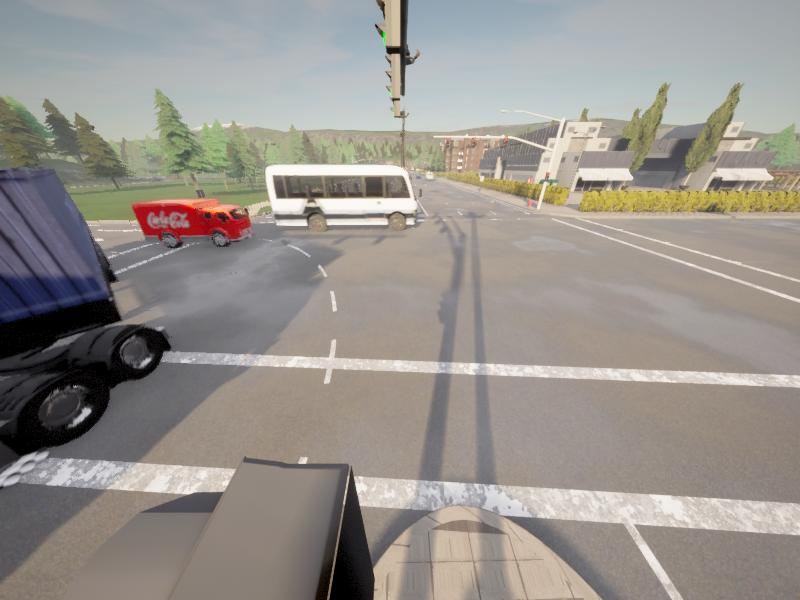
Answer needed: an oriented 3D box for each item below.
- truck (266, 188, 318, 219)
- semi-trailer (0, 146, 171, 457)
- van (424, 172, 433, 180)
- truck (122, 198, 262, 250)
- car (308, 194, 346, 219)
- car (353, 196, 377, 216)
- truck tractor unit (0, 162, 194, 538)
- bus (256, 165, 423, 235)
[{"bbox_3d":[-10.569,-9.940,23.425,2.390,2.098,6.274,0,30,-1],"label":"truck"},{"bbox_3d":[-11.617,-1.871,7.097,14.254,4.402,2.717,22,35,33],"label":"semi-trailer"},{"bbox_3d":[10.591,-45.714,85.053,2.351,2.431,6.366,0,30,-1],"label":"van"},{"bbox_3d":[-11.940,-4.644,13.873,5.204,2.467,2.627,0,30,-1],"label":"truck"},{"bbox_3d":[-7.055,-9.365,22.904,2.152,1.651,5.027,0,30,-1],"label":"car"},{"bbox_3d":[-3.516,-9.915,24.111,1.994,1.385,4.181,-1,30,-2],"label":"car"},{"bbox_3d":[-6.726,1.054,2.247,3.053,4.208,6.516,-3,30,-5],"label":"truck tractor unit"},{"bbox_3d":[-3.783,-7.549,17.128,10.273,4.253,3.944,-2,30,-4],"label":"bus"}]
